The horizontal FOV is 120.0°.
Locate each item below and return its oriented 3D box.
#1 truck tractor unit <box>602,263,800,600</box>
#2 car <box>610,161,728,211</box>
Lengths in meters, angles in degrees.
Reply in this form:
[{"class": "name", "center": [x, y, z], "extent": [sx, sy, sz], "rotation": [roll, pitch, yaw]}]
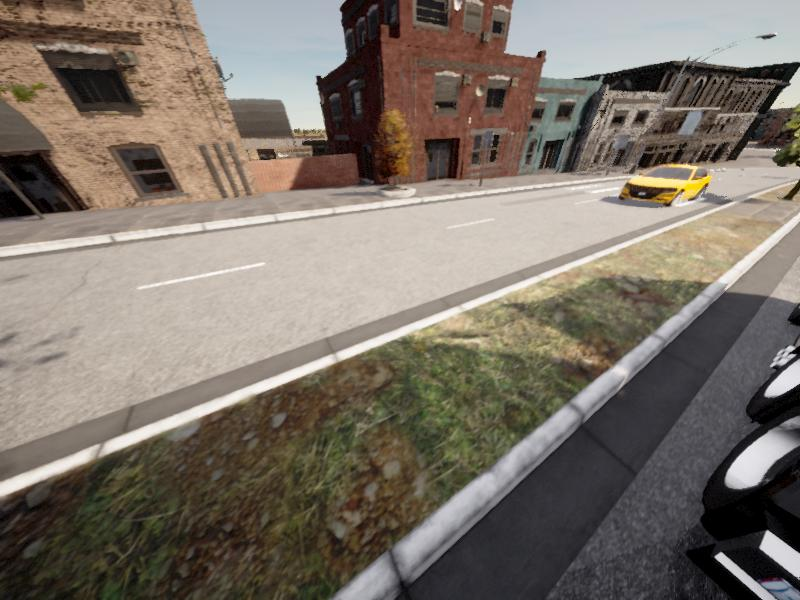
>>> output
[{"class": "truck tractor unit", "center": [5.116, -0.293, 0.795], "extent": [6.516, 4.208, 3.053], "rotation": [-18, 39, -24]}, {"class": "car", "center": [12.425, -5.399, 10.676], "extent": [5.008, 1.535, 1.882], "rotation": [-17, 39, -25]}]
